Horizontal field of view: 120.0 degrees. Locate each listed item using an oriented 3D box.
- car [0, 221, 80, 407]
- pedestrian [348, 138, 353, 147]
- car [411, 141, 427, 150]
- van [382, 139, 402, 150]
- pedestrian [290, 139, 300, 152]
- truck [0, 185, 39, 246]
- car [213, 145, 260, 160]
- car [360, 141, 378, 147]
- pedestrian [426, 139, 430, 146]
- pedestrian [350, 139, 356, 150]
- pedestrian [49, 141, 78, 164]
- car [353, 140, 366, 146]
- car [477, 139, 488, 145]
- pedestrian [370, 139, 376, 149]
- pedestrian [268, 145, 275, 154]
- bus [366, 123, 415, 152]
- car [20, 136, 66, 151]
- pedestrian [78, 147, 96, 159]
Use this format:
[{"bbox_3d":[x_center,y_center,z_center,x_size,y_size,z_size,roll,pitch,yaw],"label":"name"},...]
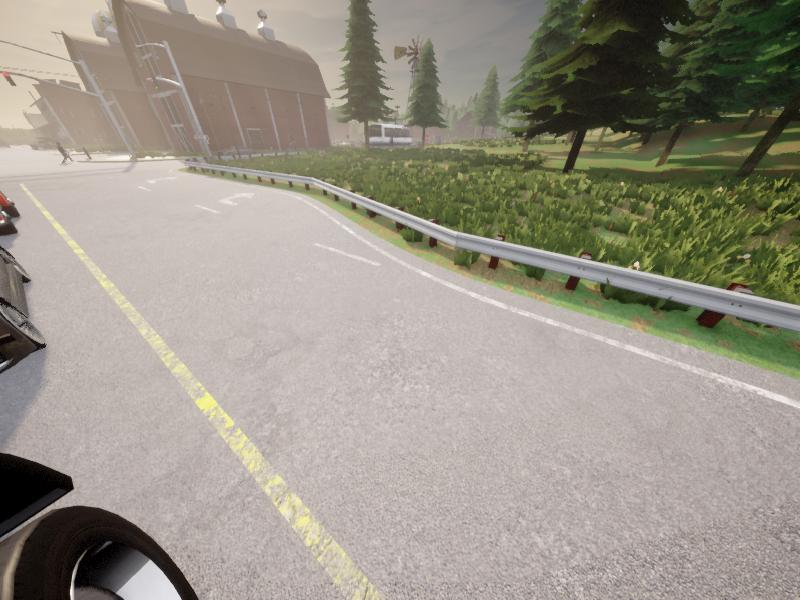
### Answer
[{"bbox_3d":[-6.373,-0.094,2.712,4.902,1.511,2.128,22,41,28],"label":"car"},{"bbox_3d":[-13.670,-43.381,63.568,0.751,1.860,0.751,22,41,28],"label":"pedestrian"},{"bbox_3d":[4.423,-35.655,53.283,1.845,1.501,3.633,22,41,28],"label":"car"},{"bbox_3d":[-1.678,-34.364,51.000,2.069,2.038,4.480,22,41,28],"label":"van"},{"bbox_3d":[-17.365,-25.541,38.201,0.751,1.860,0.751,24,41,29],"label":"pedestrian"},{"bbox_3d":[-12.585,-2.885,5.778,5.204,2.467,2.627,22,40,27],"label":"truck"},{"bbox_3d":[-20.546,-18.656,29.132,1.994,1.385,4.181,22,41,28],"label":"car"},{"bbox_3d":[-8.926,-44.680,66.096,4.902,1.511,2.128,21,40,27],"label":"car"},{"bbox_3d":[8.399,-46.921,68.753,0.751,1.860,0.751,22,40,27],"label":"pedestrian"},{"bbox_3d":[-9.712,-32.035,47.479,0.751,1.860,0.751,18,39,23],"label":"pedestrian"},{"bbox_3d":[-32.018,-14.055,21.999,0.751,1.860,0.751,22,41,28],"label":"pedestrian"},{"bbox_3d":[-13.438,-52.057,76.527,1.816,1.474,4.193,22,40,27],"label":"car"},{"bbox_3d":[30.951,-59.296,86.790,1.905,1.878,3.866,-5,36,-8],"label":"car"},{"bbox_3d":[-6.028,-35.050,51.788,0.751,1.860,0.751,29,44,34],"label":"pedestrian"},{"bbox_3d":[-19.679,-23.085,35.355,0.500,1.100,0.500,30,45,35],"label":"pedestrian"},{"bbox_3d":[-1.584,-31.960,45.651,3.944,4.253,10.273,22,40,28],"label":"bus"},{"bbox_3d":[-65.223,-28.693,42.298,3.866,1.878,1.905,-6,41,-6],"label":"car"},{"bbox_3d":[-33.737,-15.818,24.887,0.500,1.100,0.500,1,35,1],"label":"pedestrian"}]
